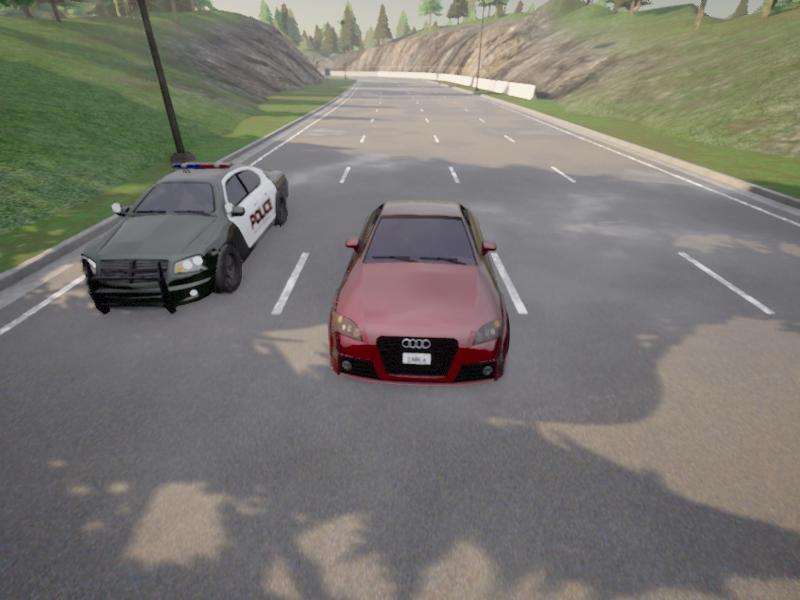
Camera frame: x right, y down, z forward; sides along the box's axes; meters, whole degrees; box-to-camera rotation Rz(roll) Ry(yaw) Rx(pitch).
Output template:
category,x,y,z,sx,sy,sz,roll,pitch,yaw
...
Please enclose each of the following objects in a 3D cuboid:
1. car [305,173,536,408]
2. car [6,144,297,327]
category,x,y,z,sx,sy,sz,roll,pitch,yaw
car,0.282,-0.574,5.612,1.994,1.385,4.181,2,30,3
car,-3.508,-1.552,7.134,2.038,1.542,4.974,0,30,0
